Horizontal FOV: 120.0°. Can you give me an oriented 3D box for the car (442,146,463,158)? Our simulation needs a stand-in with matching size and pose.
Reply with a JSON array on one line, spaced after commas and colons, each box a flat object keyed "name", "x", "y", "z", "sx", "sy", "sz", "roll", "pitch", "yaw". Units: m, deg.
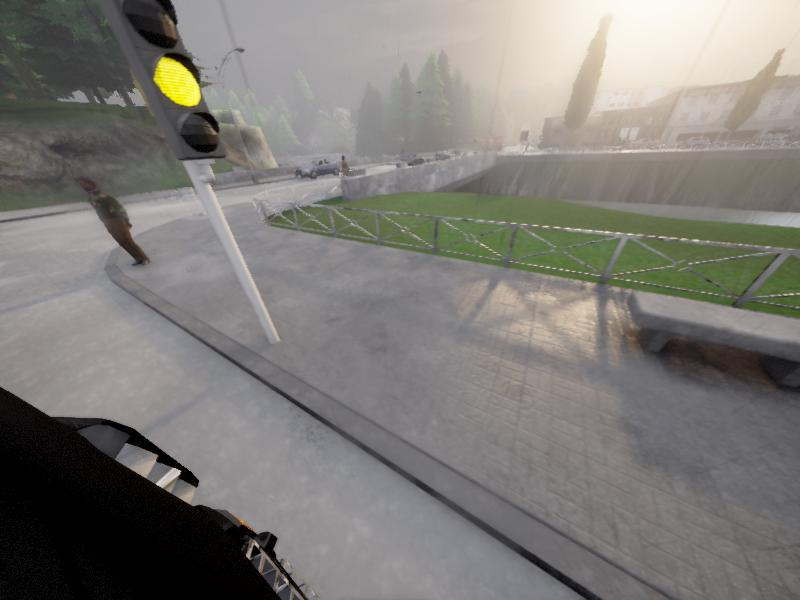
[{"name": "car", "x": 10.889, "y": -30.747, "z": 48.000, "sx": 2.033, "sy": 1.649, "sz": 4.856, "roll": 24, "pitch": 43, "yaw": 34}]

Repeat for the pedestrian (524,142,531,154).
[{"name": "pedestrian", "x": 22.658, "y": -26.997, "z": 41.019, "sx": 0.751, "sy": 1.860, "sz": 0.751, "roll": 13, "pitch": 37, "yaw": 23}]

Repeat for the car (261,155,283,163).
[{"name": "car", "x": -37.991, "y": -42.061, "z": 68.780, "sx": 1.930, "sy": 1.638, "sz": 5.238, "roll": 16, "pitch": 38, "yaw": 26}]

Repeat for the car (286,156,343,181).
[{"name": "car", "x": -8.007, "y": -12.726, "z": 22.245, "sx": 2.242, "sy": 1.667, "sz": 4.611, "roll": 16, "pitch": 38, "yaw": 26}]

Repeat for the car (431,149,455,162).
[{"name": "car", "x": 6.904, "y": -23.032, "z": 36.769, "sx": 2.038, "sy": 1.542, "sz": 4.974, "roll": 16, "pitch": 38, "yaw": 26}]

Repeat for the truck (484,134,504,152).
[{"name": "truck", "x": 25.442, "y": -42.409, "z": 62.480, "sx": 2.891, "sy": 3.827, "sz": 8.468, "roll": 16, "pitch": 38, "yaw": 26}]

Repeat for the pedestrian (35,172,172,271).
[{"name": "pedestrian", "x": -6.108, "y": -1.630, "z": 4.948, "sx": 0.751, "sy": 1.860, "sz": 0.751, "roll": -2, "pitch": 34, "yaw": 2}]

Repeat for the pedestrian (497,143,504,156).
[{"name": "pedestrian", "x": 17.884, "y": -26.899, "z": 41.235, "sx": 0.751, "sy": 1.860, "sz": 0.751, "roll": 15, "pitch": 38, "yaw": 25}]

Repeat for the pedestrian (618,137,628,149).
[{"name": "pedestrian", "x": 42.301, "y": -29.866, "z": 43.839, "sx": 0.751, "sy": 1.860, "sz": 0.751, "roll": 23, "pitch": 41, "yaw": 33}]

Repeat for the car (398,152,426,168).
[{"name": "car", "x": 1.601, "y": -17.750, "z": 29.262, "sx": 1.816, "sy": 1.474, "sz": 4.193, "roll": 16, "pitch": 38, "yaw": 26}]

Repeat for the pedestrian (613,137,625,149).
[{"name": "pedestrian", "x": 41.695, "y": -29.962, "z": 44.030, "sx": 0.751, "sy": 1.860, "sz": 0.751, "roll": -2, "pitch": 34, "yaw": 2}]

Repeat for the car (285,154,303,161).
[{"name": "car", "x": -34.121, "y": -45.834, "z": 74.319, "sx": 2.163, "sy": 1.488, "sz": 4.792, "roll": 16, "pitch": 38, "yaw": 26}]

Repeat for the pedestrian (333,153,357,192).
[{"name": "pedestrian", "x": -3.161, "y": -7.386, "z": 13.406, "sx": 0.751, "sy": 1.860, "sz": 0.751, "roll": 16, "pitch": 38, "yaw": 26}]

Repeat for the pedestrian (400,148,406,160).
[{"name": "pedestrian", "x": 0.543, "y": -25.975, "z": 41.160, "sx": 0.751, "sy": 1.860, "sz": 0.751, "roll": 26, "pitch": 43, "yaw": 36}]

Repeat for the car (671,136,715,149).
[{"name": "car", "x": 48.377, "y": -26.097, "z": 38.274, "sx": 3.806, "sy": 1.475, "sz": 1.970, "roll": 16, "pitch": 38, "yaw": 26}]

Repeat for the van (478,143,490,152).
[{"name": "van", "x": 25.297, "y": -45.900, "z": 69.380, "sx": 2.069, "sy": 2.038, "sz": 4.480, "roll": 16, "pitch": 38, "yaw": 26}]

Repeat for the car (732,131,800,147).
[{"name": "car", "x": 55.058, "y": -24.265, "z": 34.853, "sx": 5.238, "sy": 1.638, "sz": 1.930, "roll": 16, "pitch": 38, "yaw": 26}]

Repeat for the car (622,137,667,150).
[{"name": "car", "x": 43.080, "y": -27.664, "z": 40.908, "sx": 5.027, "sy": 1.651, "sz": 2.152, "roll": 16, "pitch": 38, "yaw": 26}]
